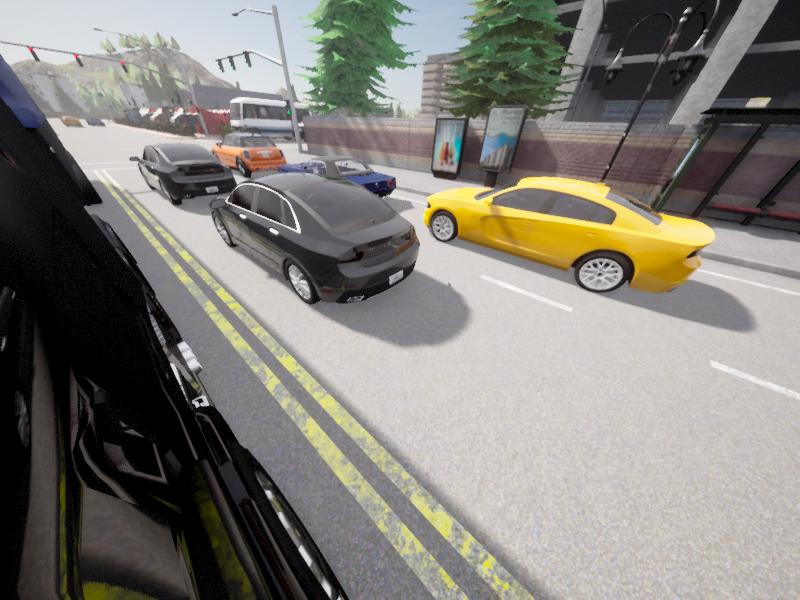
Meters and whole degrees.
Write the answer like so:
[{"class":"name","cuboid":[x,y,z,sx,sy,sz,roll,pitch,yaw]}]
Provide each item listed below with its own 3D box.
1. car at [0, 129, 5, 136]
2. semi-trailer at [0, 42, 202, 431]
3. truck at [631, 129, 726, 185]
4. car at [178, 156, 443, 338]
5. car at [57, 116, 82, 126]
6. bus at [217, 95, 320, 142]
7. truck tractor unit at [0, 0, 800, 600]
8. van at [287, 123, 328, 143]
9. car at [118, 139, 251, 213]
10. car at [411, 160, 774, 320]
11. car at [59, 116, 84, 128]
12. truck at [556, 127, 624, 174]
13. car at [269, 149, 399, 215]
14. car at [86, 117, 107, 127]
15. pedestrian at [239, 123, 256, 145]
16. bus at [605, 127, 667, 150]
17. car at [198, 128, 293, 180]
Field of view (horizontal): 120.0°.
[{"class":"car","cuboid":[-40.067,-16.484,21.837,5.366,1.575,1.801,29,44,31]},{"class":"semi-trailer","cuboid":[-8.697,-3.606,4.226,14.254,4.402,2.717,28,44,30]},{"class":"truck","cuboid":[17.255,-9.275,14.790,2.615,2.467,5.204,28,44,30]},{"class":"car","cuboid":[-1.889,-1.514,4.299,4.892,1.490,1.837,28,44,30]},{"class":"car","cuboid":[-63.898,-34.611,44.651,4.792,1.488,2.163,28,44,30]},{"class":"bus","cuboid":[-16.511,-23.491,30.356,3.944,4.253,10.273,28,44,30]},{"class":"truck tractor unit","cuboid":[-2.645,-0.295,0.351,6.516,4.208,3.053,28,44,30]},{"class":"van","cuboid":[-12.253,-22.459,31.090,2.069,2.038,4.480,24,42,26]},{"class":"car","cuboid":[-7.406,-4.457,7.886,4.892,1.490,1.837,28,44,30]},{"class":"car","cuboid":[2.834,-1.749,4.873,5.008,1.535,1.882,28,44,30]},{"class":"car","cuboid":[-58.736,-31.903,41.308,5.008,1.535,1.882,28,43,29]},{"class":"truck","cuboid":[13.952,-11.033,16.932,2.615,2.467,5.204,28,44,30]},{"class":"car","cuboid":[-2.473,-4.483,8.396,4.718,1.301,1.895,28,44,30]},{"class":"car","cuboid":[-61.281,-35.942,46.599,4.193,1.474,1.816,28,44,30]},{"class":"pedestrian","cuboid":[-16.142,-17.617,24.492,0.751,1.860,0.751,23,41,25]},{"class":"bus","cuboid":[61.489,-42.485,60.717,10.273,4.253,3.944,28,44,30]},{"class":"car","cuboid":[-7.821,-7.543,11.732,4.553,1.767,2.097,28,44,30]}]
